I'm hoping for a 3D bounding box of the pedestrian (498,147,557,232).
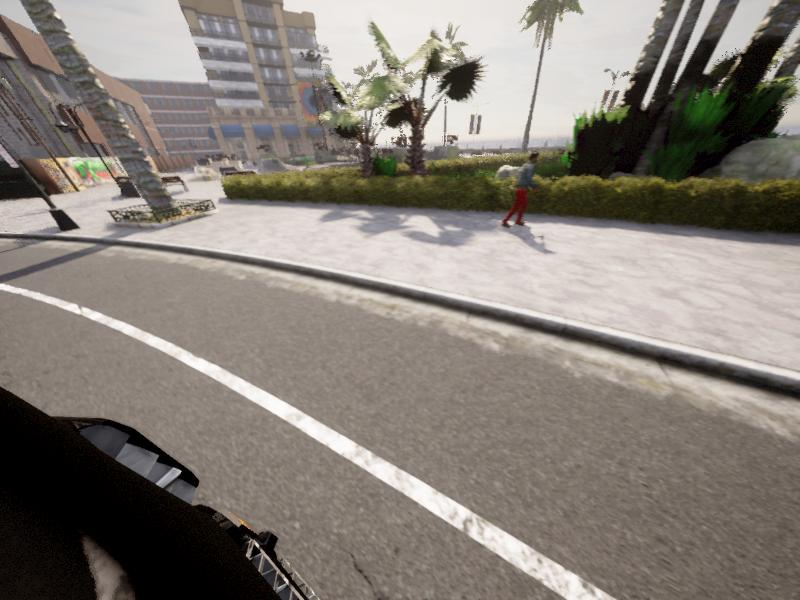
[{"bbox_3d":[3.182,-2.808,5.957,0.751,1.860,0.751,3,34,9],"label":"pedestrian"}]
